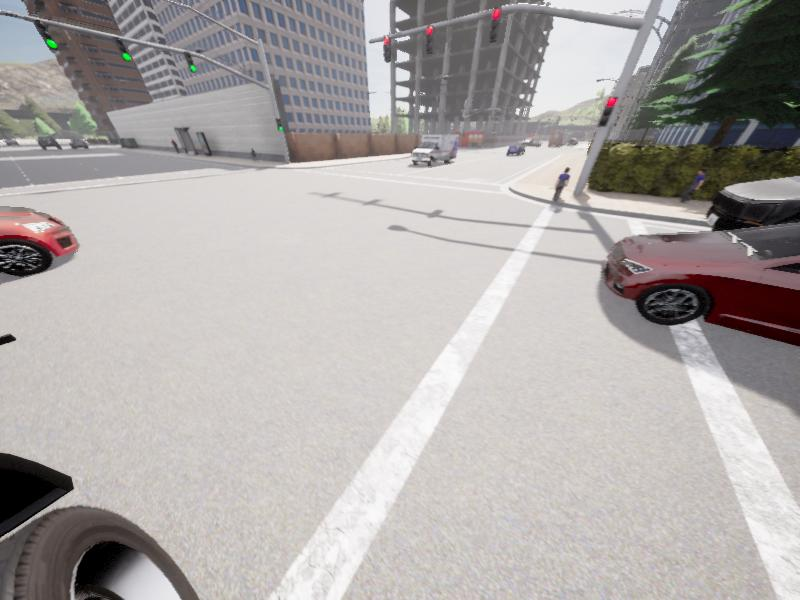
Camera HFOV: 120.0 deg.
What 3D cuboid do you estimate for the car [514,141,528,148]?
[{"bbox_3d":[33.381,-42.788,63.474,2.033,1.411,5.357,22,41,28],"label":"car"}]

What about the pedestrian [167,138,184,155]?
[{"bbox_3d":[-29.034,-19.876,29.893,0.751,1.860,0.751,25,42,30],"label":"pedestrian"}]

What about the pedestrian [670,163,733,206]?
[{"bbox_3d":[11.151,-4.306,8.621,0.751,1.300,0.751,19,40,25],"label":"pedestrian"}]

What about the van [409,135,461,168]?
[{"bbox_3d":[3.609,-15.065,23.210,2.351,2.431,6.366,22,41,28],"label":"van"}]

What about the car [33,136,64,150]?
[{"bbox_3d":[-66.748,-29.788,43.814,5.566,2.045,2.150,22,41,28],"label":"car"}]

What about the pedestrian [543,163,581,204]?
[{"bbox_3d":[6.293,-4.544,8.985,0.751,1.300,0.751,23,41,28],"label":"pedestrian"}]

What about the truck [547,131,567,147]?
[{"bbox_3d":[46.177,-47.265,67.787,2.891,3.827,8.468,22,41,28],"label":"truck"}]

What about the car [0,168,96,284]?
[{"bbox_3d":[-8.981,-0.838,3.619,2.242,1.667,4.611,22,41,28],"label":"car"}]

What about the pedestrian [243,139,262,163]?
[{"bbox_3d":[-13.551,-13.698,21.257,0.751,1.860,0.751,21,40,26],"label":"pedestrian"}]

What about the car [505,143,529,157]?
[{"bbox_3d":[17.807,-22.894,35.148,2.007,1.525,4.514,23,41,29],"label":"car"}]

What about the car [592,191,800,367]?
[{"bbox_3d":[5.356,-0.209,2.947,4.193,1.474,1.816,22,41,28],"label":"car"}]

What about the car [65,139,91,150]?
[{"bbox_3d":[-63.723,-30.860,45.694,4.856,1.649,2.033,22,41,28],"label":"car"}]

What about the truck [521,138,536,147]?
[{"bbox_3d":[38.628,-47.404,69.432,2.390,2.098,6.274,22,41,28],"label":"truck"}]

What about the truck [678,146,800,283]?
[{"bbox_3d":[9.814,-1.118,3.721,6.274,2.098,2.390,22,41,28],"label":"truck"}]

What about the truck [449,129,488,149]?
[{"bbox_3d":[17.199,-40.720,58.349,8.468,3.827,2.891,22,41,28],"label":"truck"}]
